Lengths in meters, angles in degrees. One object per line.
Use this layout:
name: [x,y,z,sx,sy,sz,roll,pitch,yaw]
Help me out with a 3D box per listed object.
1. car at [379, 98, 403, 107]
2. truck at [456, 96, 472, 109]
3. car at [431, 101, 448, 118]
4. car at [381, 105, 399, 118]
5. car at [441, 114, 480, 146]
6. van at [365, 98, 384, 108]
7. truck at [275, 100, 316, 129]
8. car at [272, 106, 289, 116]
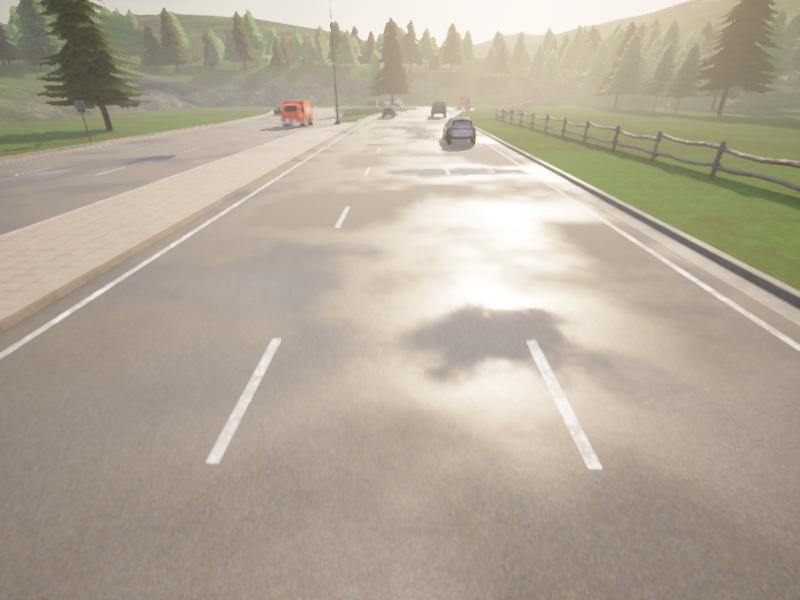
car: [-2.322,-49.046,99.435,5.566,2.045,2.150,5,28,11]
truck: [13.613,-42.201,85.530,2.627,2.467,5.204,0,27,1]
car: [5.553,-27.482,57.561,2.150,2.045,5.566,1,28,3]
car: [-1.379,-27.107,57.502,1.837,1.490,4.892,3,27,6]
car: [4.074,-11.834,27.706,2.033,1.649,4.856,0,27,1]
van: [-6.095,-47.513,96.559,4.442,1.987,1.775,-3,27,-5]
truck: [-10.614,-19.155,41.137,2.627,2.467,5.204,0,27,1]
car: [-18.943,-30.095,63.682,1.895,1.301,4.718,-3,27,-6]
